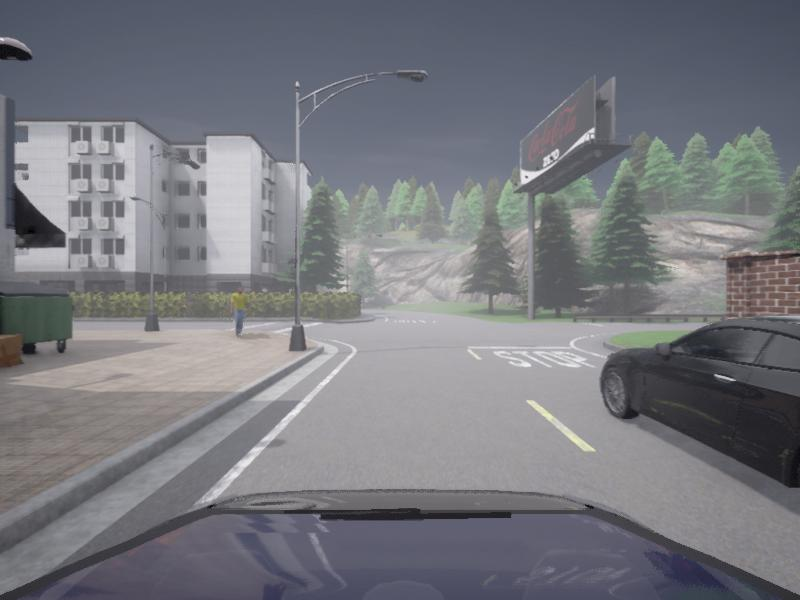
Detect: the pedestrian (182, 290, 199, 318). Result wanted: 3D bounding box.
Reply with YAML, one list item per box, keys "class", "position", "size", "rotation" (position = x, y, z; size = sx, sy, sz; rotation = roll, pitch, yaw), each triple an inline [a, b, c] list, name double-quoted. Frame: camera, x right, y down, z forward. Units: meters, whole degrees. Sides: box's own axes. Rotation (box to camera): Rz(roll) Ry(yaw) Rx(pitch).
- class: "pedestrian"
  position: [-13.921, 0.266, 26.593]
  size: [0.751, 1.860, 0.751]
  rotation: [0, 0, 8]

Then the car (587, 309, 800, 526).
- class: "car"
  position: [3.733, 0.863, 3.775]
  size: [1.812, 1.442, 4.674]
  rotation: [0, 0, 1]

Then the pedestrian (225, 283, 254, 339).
- class: "pedestrian"
  position: [-5.542, 0.376, 13.811]
  size: [0.751, 1.860, 0.751]
  rotation: [0, 0, -35]
